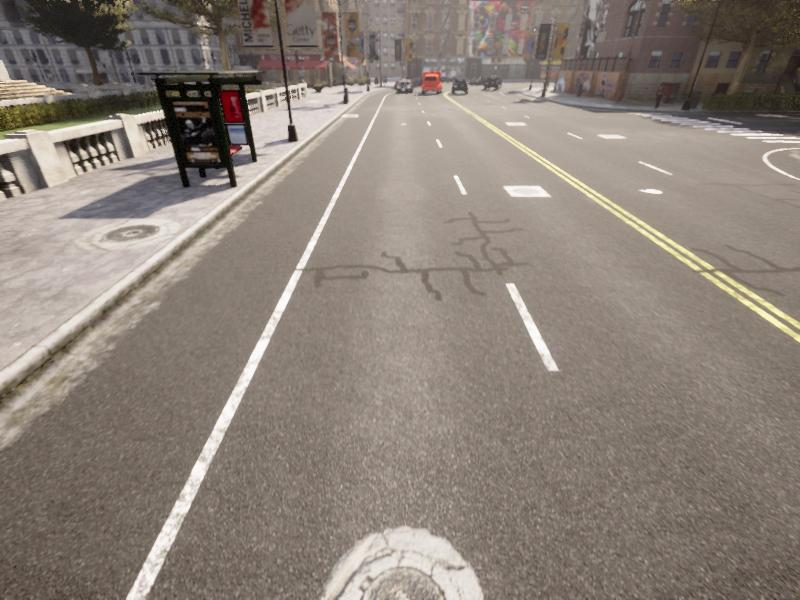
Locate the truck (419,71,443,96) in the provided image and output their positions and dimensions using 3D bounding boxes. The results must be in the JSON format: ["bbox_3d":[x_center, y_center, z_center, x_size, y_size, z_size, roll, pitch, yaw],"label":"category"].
[{"bbox_3d":[3.876,-26.598,49.027,2.627,2.467,5.204,3,30,6],"label":"truck"}]

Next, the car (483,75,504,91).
[{"bbox_3d":[13.542,-31.450,57.914,1.932,1.855,4.605,11,32,18],"label":"car"}]

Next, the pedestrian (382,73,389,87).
[{"bbox_3d":[-2.294,-35.275,64.118,0.751,1.860,0.751,16,34,25],"label":"pedestrian"}]

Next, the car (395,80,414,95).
[{"bbox_3d":[0.632,-27.188,51.106,1.970,1.475,3.806,3,30,6],"label":"car"}]

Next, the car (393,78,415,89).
[{"bbox_3d":[0.664,-33.402,61.666,2.002,1.452,4.674,10,32,17],"label":"car"}]

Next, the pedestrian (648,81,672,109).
[{"bbox_3d":[19.912,-15.690,30.636,0.751,1.860,0.751,-12,33,-20],"label":"pedestrian"}]

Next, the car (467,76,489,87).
[{"bbox_3d":[13.862,-38.811,70.918,2.007,1.525,4.514,20,36,31],"label":"car"}]

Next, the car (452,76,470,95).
[{"bbox_3d":[7.698,-27.205,50.656,1.932,1.855,4.605,5,31,8],"label":"car"}]
